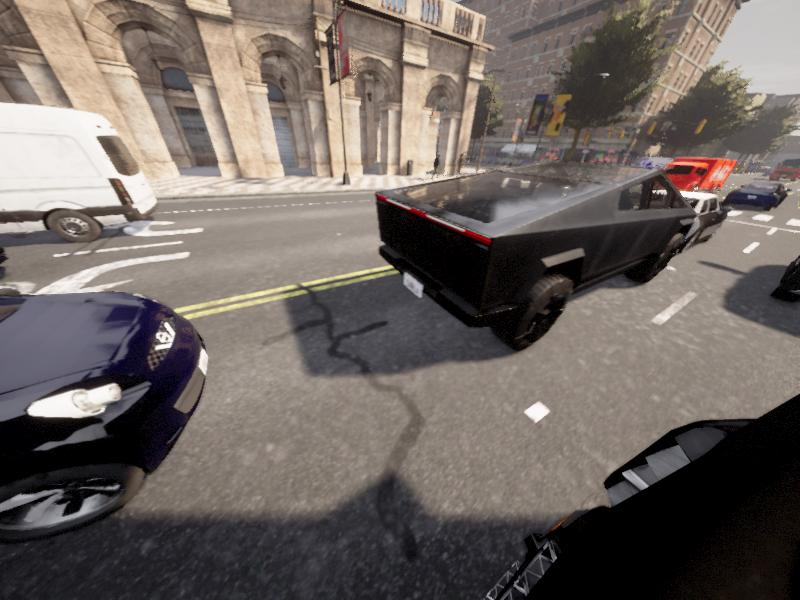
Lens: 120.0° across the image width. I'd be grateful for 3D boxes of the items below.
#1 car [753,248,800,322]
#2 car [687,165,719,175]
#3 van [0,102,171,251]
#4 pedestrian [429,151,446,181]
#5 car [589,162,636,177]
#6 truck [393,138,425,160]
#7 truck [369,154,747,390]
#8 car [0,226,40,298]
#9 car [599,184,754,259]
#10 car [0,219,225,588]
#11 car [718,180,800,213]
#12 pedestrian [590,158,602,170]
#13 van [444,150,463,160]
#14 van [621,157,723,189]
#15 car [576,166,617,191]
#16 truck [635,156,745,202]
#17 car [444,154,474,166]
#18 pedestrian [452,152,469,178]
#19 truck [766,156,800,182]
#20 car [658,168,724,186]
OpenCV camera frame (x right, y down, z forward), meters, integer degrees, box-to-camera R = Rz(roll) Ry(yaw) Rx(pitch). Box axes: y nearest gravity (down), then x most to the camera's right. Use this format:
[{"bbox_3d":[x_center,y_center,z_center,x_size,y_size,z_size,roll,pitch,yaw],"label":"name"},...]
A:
[{"bbox_3d":[9.254,-0.654,4.218,4.856,1.649,2.033,-16,38,-26],"label":"car"},{"bbox_3d":[68.629,-29.435,52.436,3.988,1.617,1.851,30,42,35],"label":"car"},{"bbox_3d":[-9.309,-2.477,4.670,5.915,2.561,1.988,-16,38,-26],"label":"van"},{"bbox_3d":[2.730,-9.871,17.075,0.751,1.860,0.751,-7,35,-14],"label":"pedestrian"},{"bbox_3d":[32.072,-19.770,34.951,4.974,1.542,2.038,27,40,32],"label":"car"},{"bbox_3d":[1.784,-33.687,51.466,2.891,3.827,8.468,-16,38,-26],"label":"truck"},{"bbox_3d":[2.856,-1.251,4.184,6.274,2.098,2.390,-16,38,-26],"label":"truck"},{"bbox_3d":[-7.878,-0.266,2.292,3.988,1.617,1.851,-16,38,-26],"label":"car"},{"bbox_3d":[8.733,-2.682,7.373,3.806,1.475,1.970,-16,38,-26],"label":"car"},{"bbox_3d":[-3.396,0.743,1.194,3.633,1.501,1.845,-16,38,-26],"label":"car"},{"bbox_3d":[22.328,-6.547,14.381,4.181,1.385,1.994,-16,38,-26],"label":"car"},{"bbox_3d":[35.831,-24.845,42.290,0.751,1.860,0.751,-13,37,-23],"label":"pedestrian"},{"bbox_3d":[13.779,-37.557,59.873,2.069,2.038,4.480,-16,38,-26],"label":"van"},{"bbox_3d":[28.620,-13.772,24.820,6.366,2.431,2.351,19,37,22],"label":"van"},{"bbox_3d":[16.474,-10.414,19.603,1.845,1.501,3.633,20,37,23],"label":"car"},{"bbox_3d":[20.062,-8.452,16.083,5.204,2.467,2.627,-12,36,-22],"label":"truck"},{"bbox_3d":[10.162,-24.363,40.162,2.128,1.511,4.902,-16,38,-26],"label":"car"},{"bbox_3d":[5.145,-11.562,19.817,0.751,1.860,0.751,-14,37,-24],"label":"pedestrian"},{"bbox_3d":[73.349,-24.463,43.224,8.468,3.827,2.891,-16,38,-26],"label":"truck"},{"bbox_3d":[35.898,-15.334,28.645,1.812,1.442,4.674,-16,37,-26],"label":"car"}]
